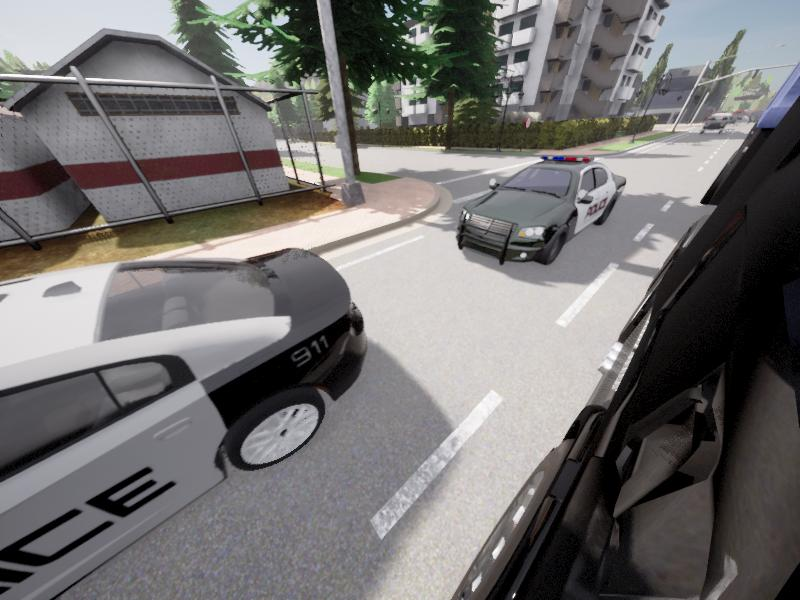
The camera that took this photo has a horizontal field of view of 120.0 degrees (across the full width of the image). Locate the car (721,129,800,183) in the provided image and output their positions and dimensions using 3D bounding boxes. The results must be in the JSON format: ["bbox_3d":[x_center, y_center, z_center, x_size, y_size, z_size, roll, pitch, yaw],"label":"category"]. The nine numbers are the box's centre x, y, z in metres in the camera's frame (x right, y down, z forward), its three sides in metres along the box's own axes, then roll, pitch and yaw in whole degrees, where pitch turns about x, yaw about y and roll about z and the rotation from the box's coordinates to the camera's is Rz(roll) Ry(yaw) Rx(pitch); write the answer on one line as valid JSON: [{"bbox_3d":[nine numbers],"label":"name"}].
[{"bbox_3d":[15.509,-6.070,9.549,3.806,1.475,1.970,-28,43,-30],"label":"car"}]

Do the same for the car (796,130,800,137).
[{"bbox_3d":[39.580,-16.304,21.578,5.366,1.575,1.801,-28,44,-30],"label":"car"}]

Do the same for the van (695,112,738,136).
[{"bbox_3d":[38.138,-21.210,27.834,4.480,2.038,2.069,-28,44,-30],"label":"van"}]

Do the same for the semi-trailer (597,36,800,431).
[{"bbox_3d":[8.727,-3.589,4.194,14.254,4.402,2.717,-28,44,-29],"label":"semi-trailer"}]

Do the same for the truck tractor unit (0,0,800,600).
[{"bbox_3d":[2.645,-0.295,0.351,6.516,4.208,3.053,-28,44,-30],"label":"truck tractor unit"}]

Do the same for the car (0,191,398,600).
[{"bbox_3d":[-2.675,0.863,1.293,5.238,1.638,1.930,-28,44,-30],"label":"car"}]

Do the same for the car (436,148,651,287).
[{"bbox_3d":[3.306,-2.299,5.227,4.974,1.542,2.038,-28,44,-30],"label":"car"}]
